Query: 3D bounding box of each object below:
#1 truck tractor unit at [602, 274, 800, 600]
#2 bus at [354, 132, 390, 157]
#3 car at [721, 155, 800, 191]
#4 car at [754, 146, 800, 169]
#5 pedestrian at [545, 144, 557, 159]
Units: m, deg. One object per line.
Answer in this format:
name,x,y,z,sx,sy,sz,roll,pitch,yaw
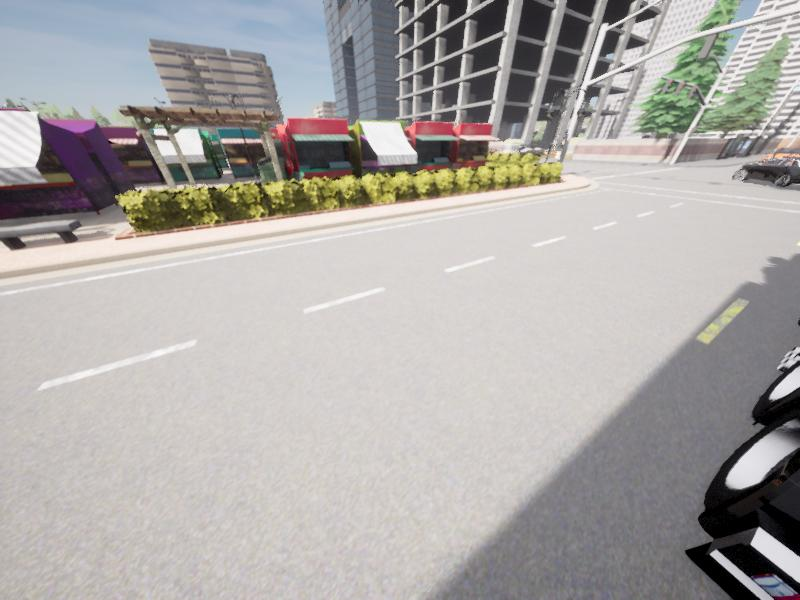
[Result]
truck tractor unit,5.109,-0.304,0.766,6.516,4.208,3.053,-18,38,-23
bus,-6.509,-34.873,52.017,3.944,4.253,10.273,-18,38,-24
car,23.043,-7.671,13.773,2.128,1.511,4.902,11,36,16
car,38.840,-14.468,23.340,4.553,1.767,2.097,-17,38,-23
pedestrian,22.897,-22.532,35.073,0.751,1.860,0.751,-5,34,-6
